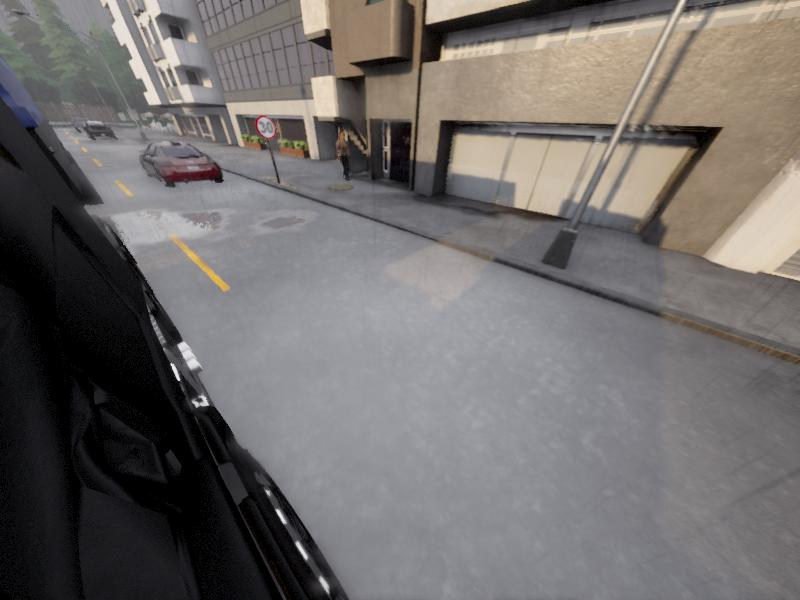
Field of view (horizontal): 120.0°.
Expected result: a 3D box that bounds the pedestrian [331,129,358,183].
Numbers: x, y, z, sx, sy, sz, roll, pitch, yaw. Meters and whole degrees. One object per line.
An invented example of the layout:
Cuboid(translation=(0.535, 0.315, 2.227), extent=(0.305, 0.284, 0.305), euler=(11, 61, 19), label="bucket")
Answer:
Cuboid(translation=(-2.347, -6.124, 9.880), extent=(0.751, 1.860, 0.751), euler=(-19, 42, -26), label="pedestrian")

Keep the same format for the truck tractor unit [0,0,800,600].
Cuboid(translation=(-2.645, -0.295, 0.352), extent=(6.516, 4.208, 3.053), euler=(28, 44, 30), label="truck tractor unit")

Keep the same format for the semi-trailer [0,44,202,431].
Cuboid(translation=(-8.701, -3.602, 4.228), extent=(14.254, 4.402, 2.717), euler=(28, 44, 30), label="semi-trailer")

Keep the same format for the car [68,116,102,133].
Cuboid(translation=(-43.742, -24.410, 32.131), extent=(5.027, 1.651, 2.152), euler=(31, 45, 32), label="car")

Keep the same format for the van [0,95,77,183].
Cuboid(translation=(-16.448, -6.970, 9.809), extent=(5.915, 2.561, 1.988), euler=(28, 44, 30), label="van")

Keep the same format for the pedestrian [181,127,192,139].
Cuboid(translation=(-24.726, -19.310, 26.749), extent=(0.500, 1.100, 0.500), euler=(25, 42, 27), label="pedestrian")

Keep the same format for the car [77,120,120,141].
Cuboid(translation=(-31.158, -17.531, 23.844), extent=(4.892, 1.490, 1.837), euler=(28, 44, 30), label="car")

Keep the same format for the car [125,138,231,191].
Cuboid(translation=(-9.332, -5.837, 9.702), extent=(4.181, 1.385, 1.994), euler=(28, 44, 30), label="car")
